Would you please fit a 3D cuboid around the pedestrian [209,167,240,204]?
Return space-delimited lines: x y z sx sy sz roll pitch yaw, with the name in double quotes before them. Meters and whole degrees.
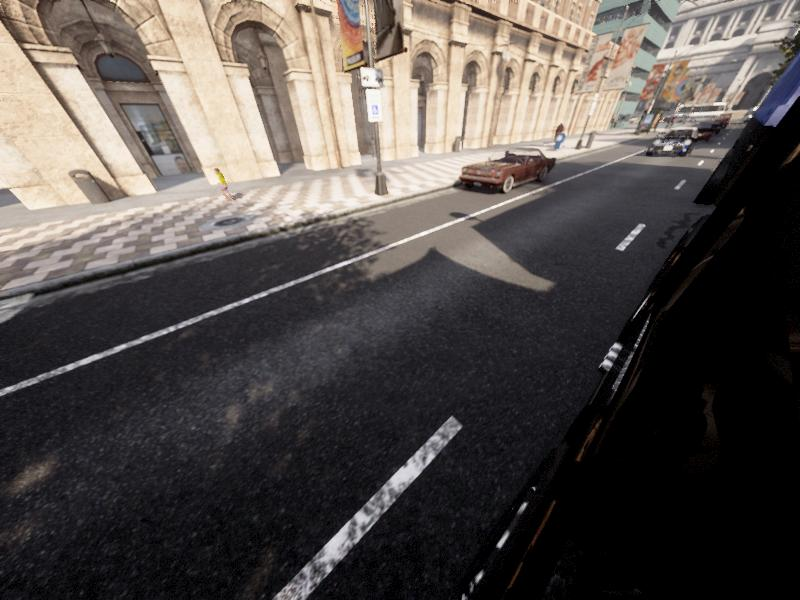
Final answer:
"pedestrian" -6.374 -4.200 8.446 0.500 1.100 0.500 -19 40 -21

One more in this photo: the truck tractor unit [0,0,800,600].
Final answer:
"truck tractor unit" 2.645 -0.295 0.351 6.516 4.208 3.053 -28 44 -30

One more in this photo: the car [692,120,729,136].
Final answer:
"car" 37.785 -20.981 28.107 4.181 1.385 1.994 -28 44 -30

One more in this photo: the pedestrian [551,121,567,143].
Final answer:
"pedestrian" 16.641 -17.577 24.202 0.751 1.860 0.751 -32 46 -33

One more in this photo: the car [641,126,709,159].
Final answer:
"car" 17.670 -10.150 14.840 3.806 1.475 1.970 -29 44 -30

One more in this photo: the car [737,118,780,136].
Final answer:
"car" 39.599 -19.219 25.619 5.357 1.411 2.033 -28 44 -30

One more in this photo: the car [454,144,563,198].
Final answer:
"car" 4.587 -5.554 9.680 4.718 1.301 1.895 -29 44 -30

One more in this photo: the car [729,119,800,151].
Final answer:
"car" 25.722 -11.770 16.444 4.974 1.542 2.038 -29 44 -30

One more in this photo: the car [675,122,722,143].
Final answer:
"car" 28.173 -15.786 21.785 4.181 1.385 1.994 -28 44 -30

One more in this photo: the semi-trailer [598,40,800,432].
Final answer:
"semi-trailer" 8.675 -3.627 4.241 14.254 4.402 2.717 -29 44 -30
